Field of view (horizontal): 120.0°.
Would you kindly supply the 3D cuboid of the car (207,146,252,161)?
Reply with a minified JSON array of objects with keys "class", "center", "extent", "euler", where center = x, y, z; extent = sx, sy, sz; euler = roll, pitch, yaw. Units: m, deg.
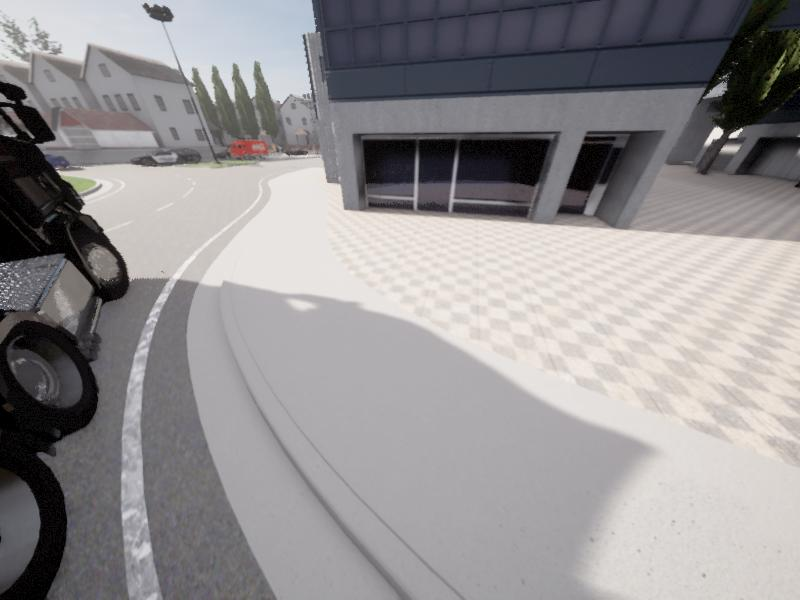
[{"class":"car","center":[-26.022,-22.595,35.555],"extent":[1.930,1.638,5.238],"euler":[11,37,16]}]

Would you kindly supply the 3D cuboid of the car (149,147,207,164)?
[{"class":"car","center":[-28.942,-18.989,30.321],"extent":[2.033,1.649,4.856],"euler":[17,38,23]}]

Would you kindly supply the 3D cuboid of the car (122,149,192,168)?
[{"class":"car","center":[-27.657,-16.350,26.559],"extent":[2.038,1.542,4.974],"euler":[19,39,25]}]

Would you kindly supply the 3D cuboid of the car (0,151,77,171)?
[{"class":"car","center":[-35.783,-13.465,22.371],"extent":[5.008,1.535,1.882],"euler":[-7,35,-10]}]

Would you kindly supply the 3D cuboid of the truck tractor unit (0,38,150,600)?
[{"class":"truck tractor unit","center":[-4.695,-0.585,1.200],"extent":[3.053,4.208,6.516],"euler":[-26,42,-33]}]
